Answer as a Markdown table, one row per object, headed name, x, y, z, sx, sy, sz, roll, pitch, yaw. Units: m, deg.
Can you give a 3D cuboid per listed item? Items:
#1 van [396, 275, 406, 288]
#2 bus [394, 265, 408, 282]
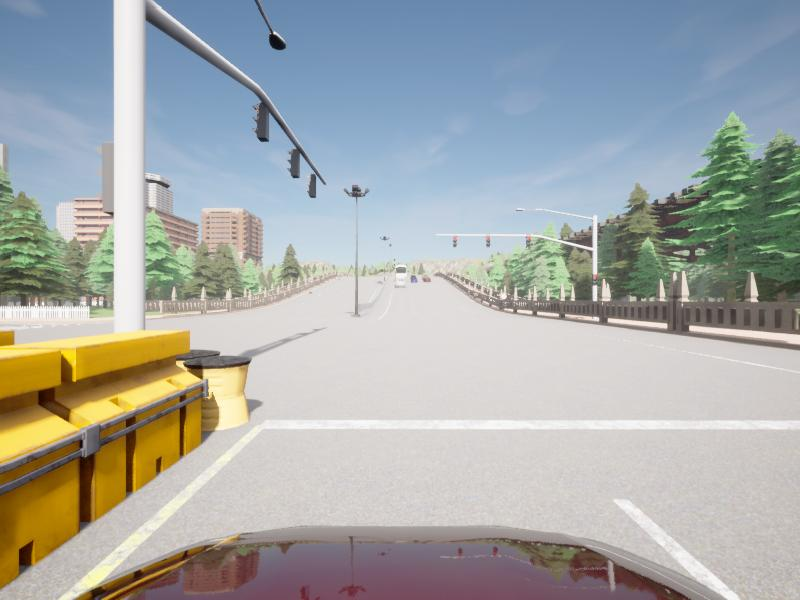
| name | x | y | z | sx | sy | sz | roll | pitch | yaw |
| --- | --- | --- | --- | --- | --- | --- | --- | --- | --- |
| van | 0.249 | -4.495 | 95.812 | 2.351 | 2.431 | 6.366 | 0 | 7 | 0 |
| bus | 0.235 | -7.817 | 114.782 | 3.944 | 4.253 | 10.273 | 0 | 7 | 0 |
